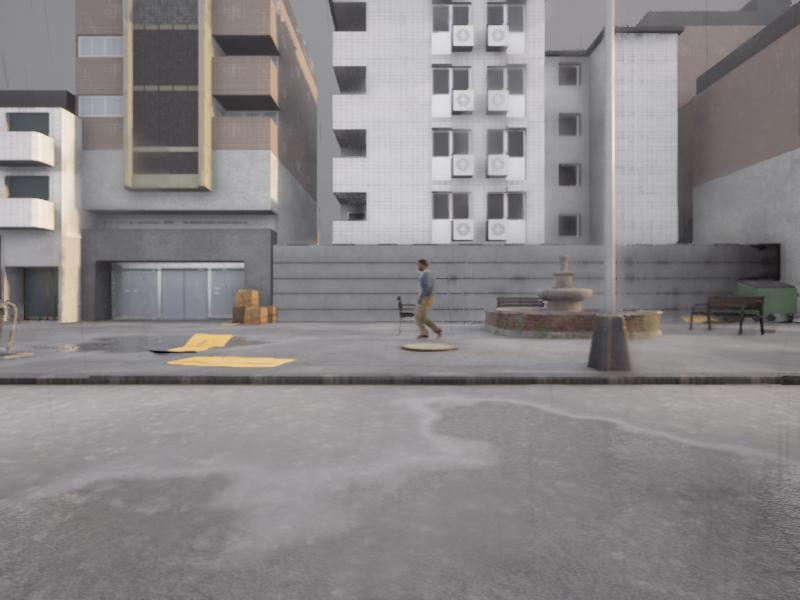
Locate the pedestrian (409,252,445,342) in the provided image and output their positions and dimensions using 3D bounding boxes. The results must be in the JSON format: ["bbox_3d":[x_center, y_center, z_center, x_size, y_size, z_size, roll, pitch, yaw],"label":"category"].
[{"bbox_3d":[0.589,-0.067,8.670,0.751,1.860,0.751,0,0,5],"label":"pedestrian"}]
